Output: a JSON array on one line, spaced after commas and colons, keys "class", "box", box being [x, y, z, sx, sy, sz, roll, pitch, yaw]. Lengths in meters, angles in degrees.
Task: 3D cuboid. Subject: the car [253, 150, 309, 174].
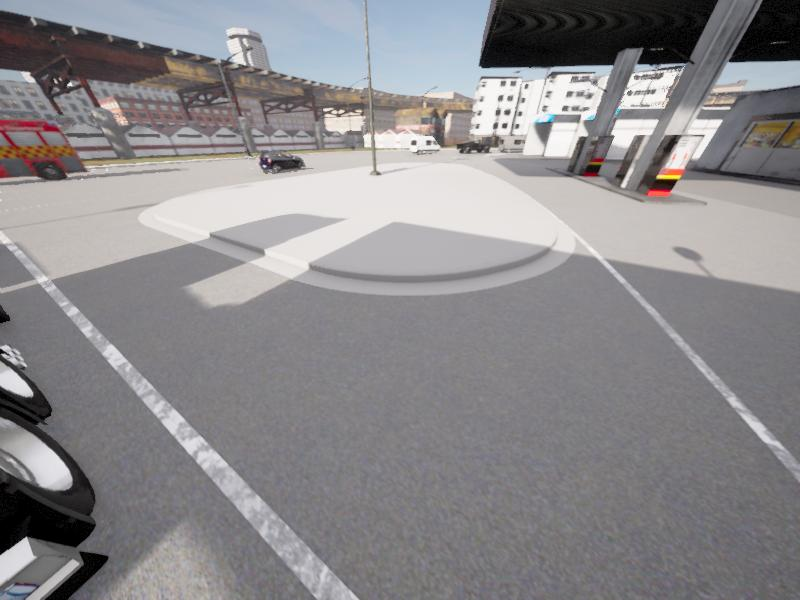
[{"class": "car", "box": [-9.977, -11.808, 19.661, 1.845, 1.501, 3.633, 18, 39, 24]}]

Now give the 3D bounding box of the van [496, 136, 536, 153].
[{"class": "van", "box": [21.391, -28.759, 42.794, 5.915, 2.561, 1.988, -6, 35, -7]}]

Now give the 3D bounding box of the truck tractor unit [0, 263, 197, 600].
[{"class": "truck tractor unit", "box": [-5.109, -0.302, 0.778, 6.516, 4.208, 3.053, 18, 39, 24]}]

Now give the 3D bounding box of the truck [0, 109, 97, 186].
[{"class": "truck", "box": [-25.985, -8.960, 13.715, 2.891, 3.827, 8.468, 18, 39, 25]}]

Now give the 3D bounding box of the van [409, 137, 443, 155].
[{"class": "van", "box": [4.600, -27.116, 40.587, 5.915, 2.561, 1.988, -24, 41, -30]}]

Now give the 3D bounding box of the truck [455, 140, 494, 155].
[{"class": "truck", "box": [13.246, -27.408, 41.314, 6.274, 2.098, 2.390, -15, 38, -20]}]
